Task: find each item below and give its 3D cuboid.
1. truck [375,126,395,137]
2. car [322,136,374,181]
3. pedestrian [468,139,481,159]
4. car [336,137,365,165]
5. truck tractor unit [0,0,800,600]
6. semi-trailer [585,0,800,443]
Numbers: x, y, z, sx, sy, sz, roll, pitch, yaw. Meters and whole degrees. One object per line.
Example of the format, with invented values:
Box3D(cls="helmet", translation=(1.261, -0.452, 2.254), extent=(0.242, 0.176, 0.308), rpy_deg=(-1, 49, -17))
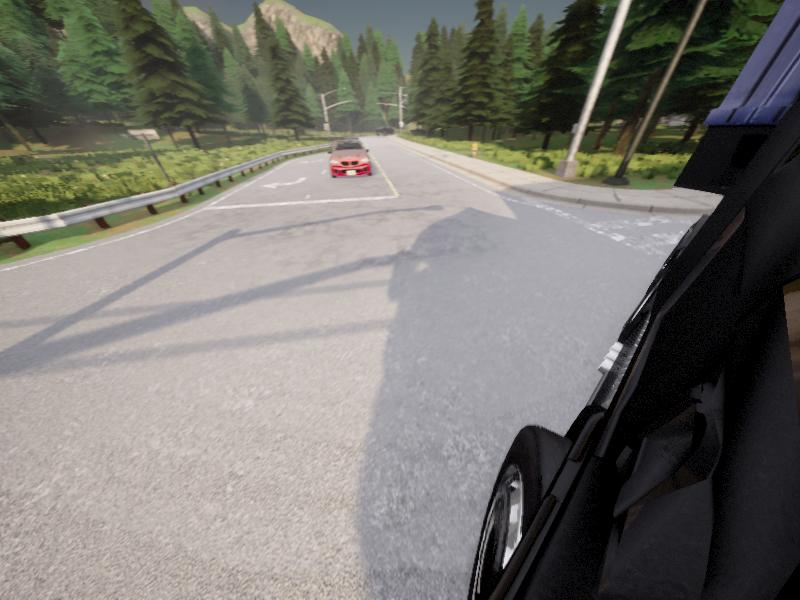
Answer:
Box3D(cls="truck", translation=(-3.813, -44.774, 61.190), extent=(2.390, 2.098, 6.274), rpy_deg=(16, 41, 22))
Box3D(cls="car", translation=(-2.865, -8.245, 13.245), extent=(2.242, 1.667, 4.611), rpy_deg=(-7, 37, -6))
Box3D(cls="pedestrian", translation=(4.985, -10.135, 15.509), extent=(0.500, 1.100, 0.500), rpy_deg=(-3, 37, -1))
Box3D(cls="car", translation=(-3.824, -11.779, 18.126), extent=(1.816, 1.474, 4.193), rpy_deg=(-7, 37, -6))
Box3D(cls="truck tractor unit", translation=(2.645, -0.295, 0.351), extent=(6.516, 4.208, 3.053), rpy_deg=(-28, 44, -30))
Box3D(cls="semi-trailer", translation=(9.894, -2.248, 2.410), extent=(14.254, 4.402, 2.717), rpy_deg=(-11, 38, -11))
